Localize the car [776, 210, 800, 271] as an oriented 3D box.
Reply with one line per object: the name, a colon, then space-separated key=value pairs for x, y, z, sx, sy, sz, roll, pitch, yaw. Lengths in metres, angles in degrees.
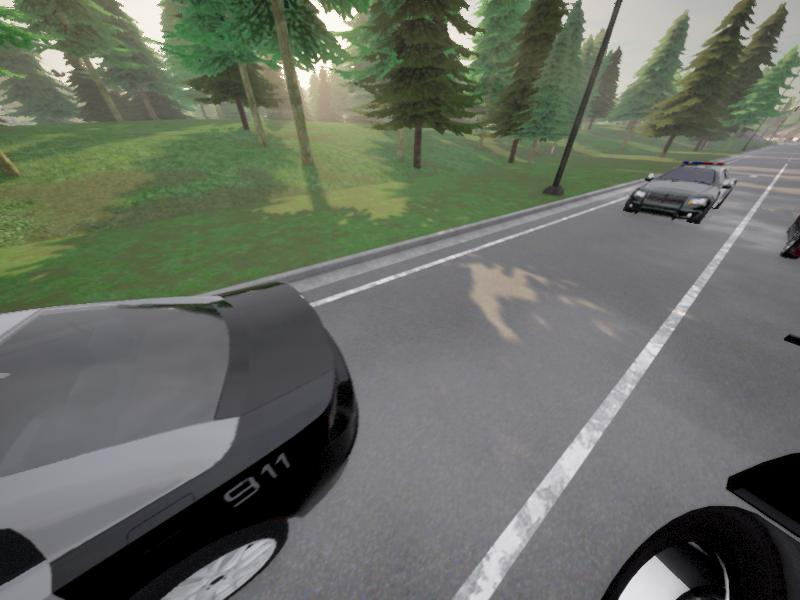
car: x=10.295 y=-1.531 z=4.850 sx=4.181 sy=1.385 sz=1.994 roll=-23 pitch=41 yaw=-28

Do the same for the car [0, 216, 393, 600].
car: x=-2.760 y=1.170 z=0.851 sx=5.238 sy=1.638 sz=1.930 roll=-22 pitch=41 yaw=-28

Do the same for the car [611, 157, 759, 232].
car: x=10.018 y=-3.937 z=8.122 sx=4.974 sy=1.542 sz=2.038 roll=-22 pitch=41 yaw=-27
